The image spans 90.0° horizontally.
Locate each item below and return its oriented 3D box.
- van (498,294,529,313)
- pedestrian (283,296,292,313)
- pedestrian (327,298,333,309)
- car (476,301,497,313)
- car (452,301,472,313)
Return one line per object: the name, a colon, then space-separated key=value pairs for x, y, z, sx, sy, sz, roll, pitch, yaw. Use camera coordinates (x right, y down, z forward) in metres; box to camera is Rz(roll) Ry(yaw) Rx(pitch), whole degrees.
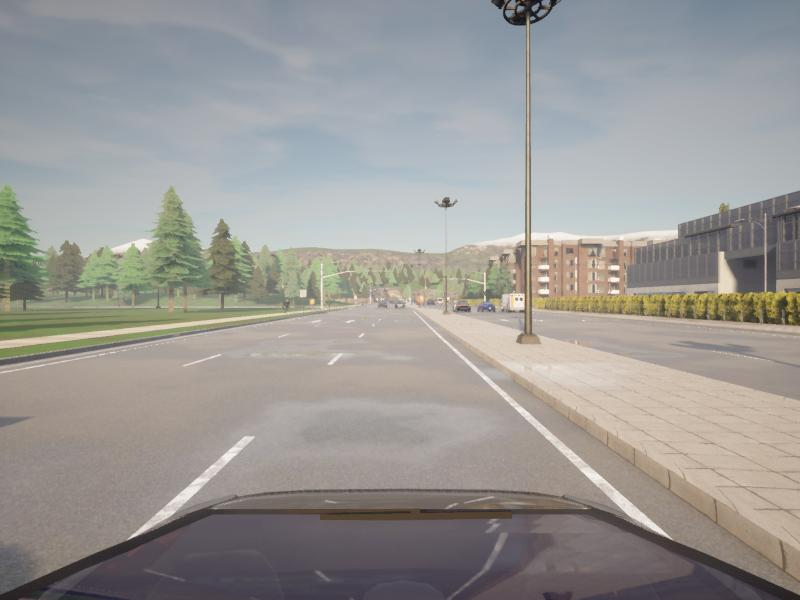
van: x=15.255 y=0.426 z=54.148 sx=2.351 sy=2.431 sz=6.366 roll=0 pitch=0 yaw=0
pedestrian: x=-12.320 y=0.524 z=43.691 sx=0.751 sy=1.860 sz=0.751 roll=0 pitch=0 yaw=2
pedestrian: x=-11.730 y=0.544 z=66.875 sx=0.751 sy=1.860 sz=0.751 roll=0 pitch=0 yaw=2
car: x=11.755 y=0.918 z=54.568 sx=1.812 sy=1.442 sz=4.674 roll=0 pitch=0 yaw=0
car: x=8.250 y=0.874 z=53.841 sx=2.038 sy=1.542 sz=4.974 roll=0 pitch=0 yaw=1
